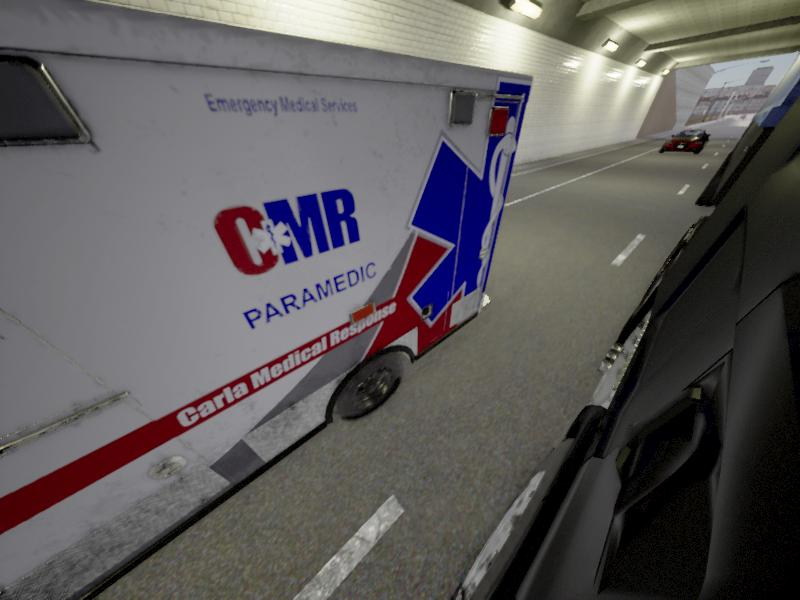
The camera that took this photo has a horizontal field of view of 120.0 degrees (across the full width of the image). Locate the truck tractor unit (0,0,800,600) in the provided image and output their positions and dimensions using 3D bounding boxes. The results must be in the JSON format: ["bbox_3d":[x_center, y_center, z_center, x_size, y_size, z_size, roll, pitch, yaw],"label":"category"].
[{"bbox_3d":[2.645,-0.295,0.351,6.516,4.208,3.053,-28,44,-30],"label":"truck tractor unit"}]

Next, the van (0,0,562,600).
[{"bbox_3d":[-2.002,0.163,1.515,6.366,2.431,2.351,-28,44,-30],"label":"van"}]

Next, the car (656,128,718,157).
[{"bbox_3d":[20.420,-11.268,16.445,4.181,1.385,1.994,-28,44,-30],"label":"car"}]

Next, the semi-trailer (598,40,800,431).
[{"bbox_3d":[8.697,-3.587,4.257,14.254,4.402,2.717,-28,44,-30],"label":"semi-trailer"}]
